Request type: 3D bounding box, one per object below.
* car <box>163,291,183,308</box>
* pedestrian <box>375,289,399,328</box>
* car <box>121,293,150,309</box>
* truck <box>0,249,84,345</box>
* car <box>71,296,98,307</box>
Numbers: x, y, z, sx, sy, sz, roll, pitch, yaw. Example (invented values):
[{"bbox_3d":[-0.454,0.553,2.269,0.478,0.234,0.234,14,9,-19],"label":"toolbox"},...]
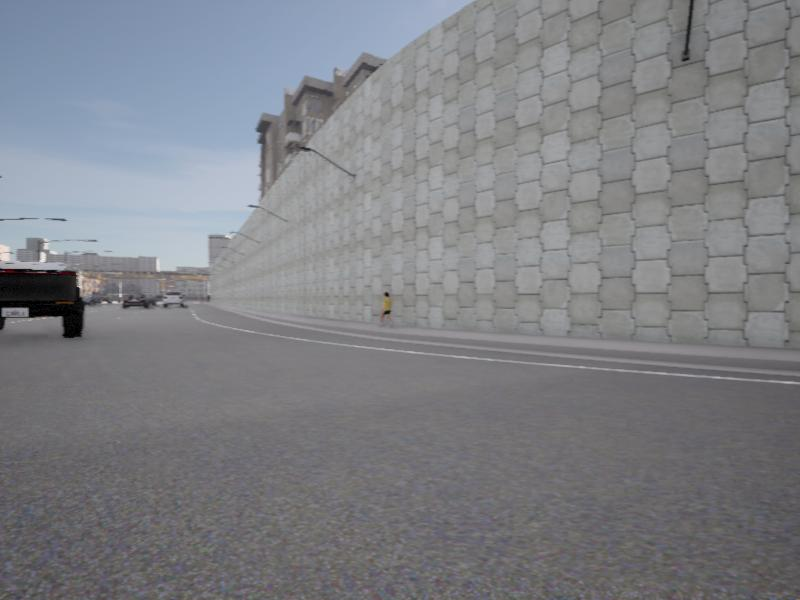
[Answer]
[{"bbox_3d":[-28.954,-0.127,51.133,2.150,2.045,5.566,0,0,-28],"label":"car"},{"bbox_3d":[-0.366,0.241,11.616,0.500,1.100,0.500,0,0,-38],"label":"pedestrian"},{"bbox_3d":[-29.418,0.071,44.626,2.242,1.667,4.611,0,0,-28],"label":"car"},{"bbox_3d":[-10.509,-0.081,11.358,2.390,2.098,6.274,0,0,-38],"label":"truck"},{"bbox_3d":[-42.345,0.185,53.835,2.033,1.411,5.357,0,0,-28],"label":"car"}]
